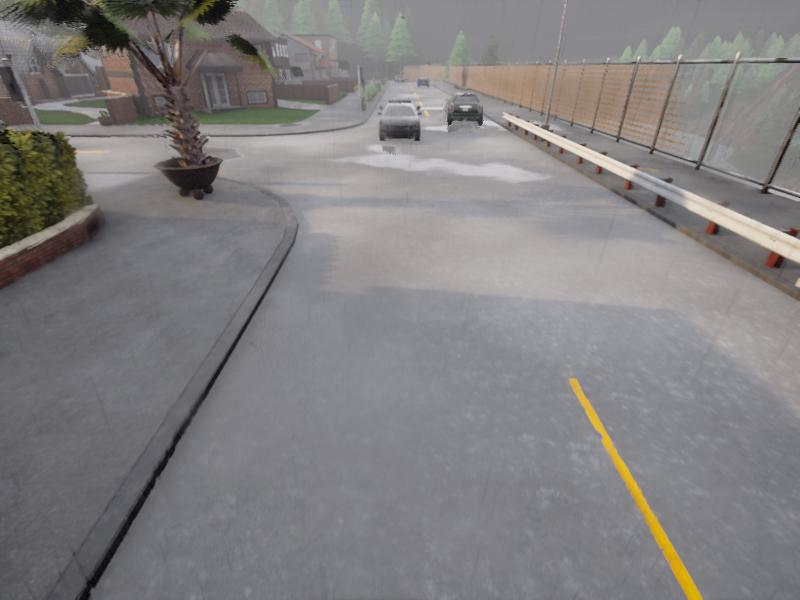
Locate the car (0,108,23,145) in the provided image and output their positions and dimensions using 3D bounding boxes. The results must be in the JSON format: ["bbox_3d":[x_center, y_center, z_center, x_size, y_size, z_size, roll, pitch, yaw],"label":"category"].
[{"bbox_3d":[-19.980,-7.640,17.756,4.181,1.385,1.994,-1,30,-2],"label":"car"}]

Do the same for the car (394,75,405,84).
[{"bbox_3d":[-0.064,-47.627,86.293,2.152,1.651,5.027,-1,30,-2],"label":"car"}]

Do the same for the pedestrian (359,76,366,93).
[{"bbox_3d":[-4.693,-27.321,50.732,0.751,1.860,0.751,0,30,-1],"label":"pedestrian"}]

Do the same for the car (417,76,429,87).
[{"bbox_3d":[3.961,-37.757,69.186,1.882,1.535,5.008,0,30,0],"label":"car"}]

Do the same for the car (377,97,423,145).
[{"bbox_3d":[-0.007,-8.882,19.613,1.930,1.638,5.238,0,30,0],"label":"car"}]

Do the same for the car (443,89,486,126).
[{"bbox_3d":[3.905,-12.088,24.952,2.097,1.767,4.553,1,30,3],"label":"car"}]
